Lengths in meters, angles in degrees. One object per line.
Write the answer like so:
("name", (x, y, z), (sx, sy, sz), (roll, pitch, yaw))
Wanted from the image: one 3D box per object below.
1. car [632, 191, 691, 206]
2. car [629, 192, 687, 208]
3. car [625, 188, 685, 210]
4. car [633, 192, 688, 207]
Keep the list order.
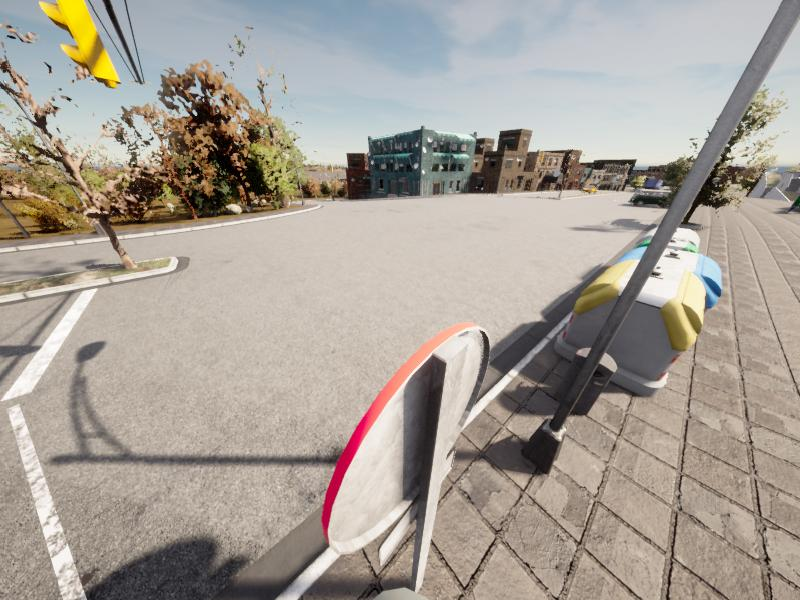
("car", (38.872, -15.281, 34.580), (5.366, 1.575, 1.946), (17, 33, 25))
("car", (34.472, -13.468, 31.109), (4.674, 1.452, 2.002), (17, 32, 25))
("car", (32.099, -12.864, 29.311), (4.442, 1.987, 1.878), (17, 33, 25))
("car", (36.754, -14.328, 32.812), (4.674, 1.452, 2.002), (17, 33, 25))
